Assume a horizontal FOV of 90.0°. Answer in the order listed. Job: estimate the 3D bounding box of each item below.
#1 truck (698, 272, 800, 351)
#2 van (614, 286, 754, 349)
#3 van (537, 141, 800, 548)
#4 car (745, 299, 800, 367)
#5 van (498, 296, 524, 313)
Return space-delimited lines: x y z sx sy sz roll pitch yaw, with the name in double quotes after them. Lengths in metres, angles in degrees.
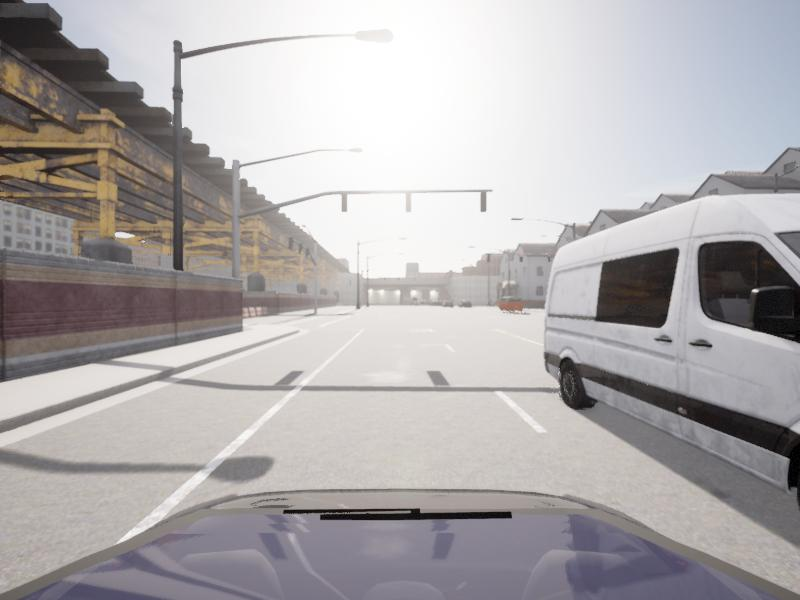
13.751 0.349 14.109 2.627 2.467 5.204 0 0 1 "truck"
10.364 0.563 15.135 2.069 2.038 4.480 0 0 -1 "van"
3.487 0.311 4.192 1.988 2.561 5.915 0 -1 -1 "van"
10.419 0.783 8.994 1.851 1.617 3.988 0 0 -1 "car"
13.621 0.573 49.297 1.775 1.987 4.442 0 0 -1 "van"
